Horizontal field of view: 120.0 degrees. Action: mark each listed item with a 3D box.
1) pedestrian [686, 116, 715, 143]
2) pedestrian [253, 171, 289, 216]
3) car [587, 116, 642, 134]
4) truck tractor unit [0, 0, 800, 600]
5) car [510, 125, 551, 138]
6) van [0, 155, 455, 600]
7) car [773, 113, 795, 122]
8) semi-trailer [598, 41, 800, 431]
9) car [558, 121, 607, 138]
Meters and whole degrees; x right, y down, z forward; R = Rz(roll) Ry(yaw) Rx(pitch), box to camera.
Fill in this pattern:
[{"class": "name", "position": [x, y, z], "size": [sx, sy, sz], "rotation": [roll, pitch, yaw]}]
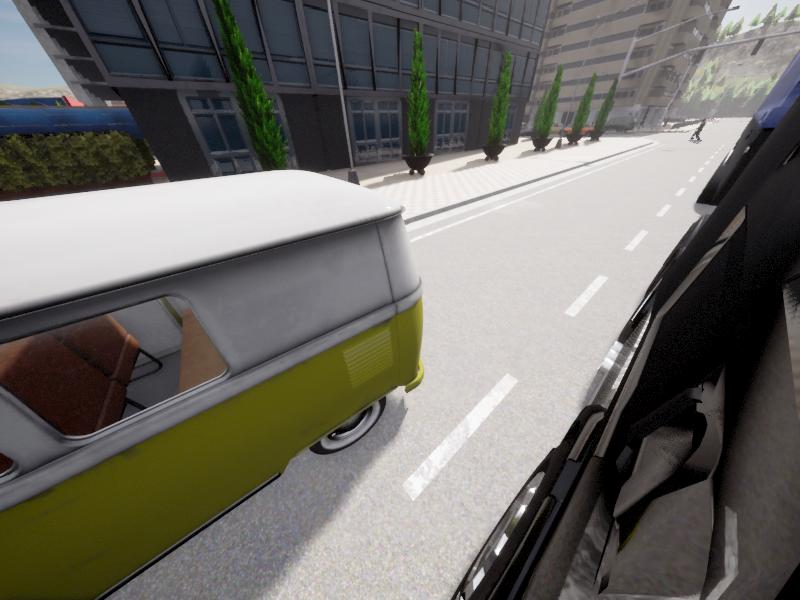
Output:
[{"class": "pedestrian", "position": [26.879, -15.258, 20.698], "size": [0.751, 1.860, 0.751], "rotation": [-28, 43, -29]}, {"class": "pedestrian", "position": [-3.842, -3.167, 6.905], "size": [0.500, 1.100, 0.500], "rotation": [-28, 44, -30]}, {"class": "car", "position": [33.150, -27.141, 35.985], "size": [2.150, 2.045, 5.566], "rotation": [-28, 44, -30]}, {"class": "truck tractor unit", "position": [2.645, -0.295, 0.351], "size": [6.516, 4.208, 3.053], "rotation": [-28, 44, -30]}, {"class": "car", "position": [20.172, -26.060, 35.810], "size": [2.128, 1.511, 4.902], "rotation": [-28, 44, -30]}, {"class": "van", "position": [-2.009, 0.610, 1.299], "size": [4.442, 1.987, 1.775], "rotation": [-25, 42, -27]}, {"class": "car", "position": [85.355, -40.634, 51.347], "size": [4.181, 1.385, 1.994], "rotation": [-28, 43, -29]}, {"class": "semi-trailer", "position": [8.682, -3.619, 4.238], "size": [14.254, 4.402, 2.717], "rotation": [-28, 44, -30]}, {"class": "car", "position": [24.594, -23.098, 31.337], "size": [2.097, 1.767, 4.553], "rotation": [-28, 43, -29]}]
